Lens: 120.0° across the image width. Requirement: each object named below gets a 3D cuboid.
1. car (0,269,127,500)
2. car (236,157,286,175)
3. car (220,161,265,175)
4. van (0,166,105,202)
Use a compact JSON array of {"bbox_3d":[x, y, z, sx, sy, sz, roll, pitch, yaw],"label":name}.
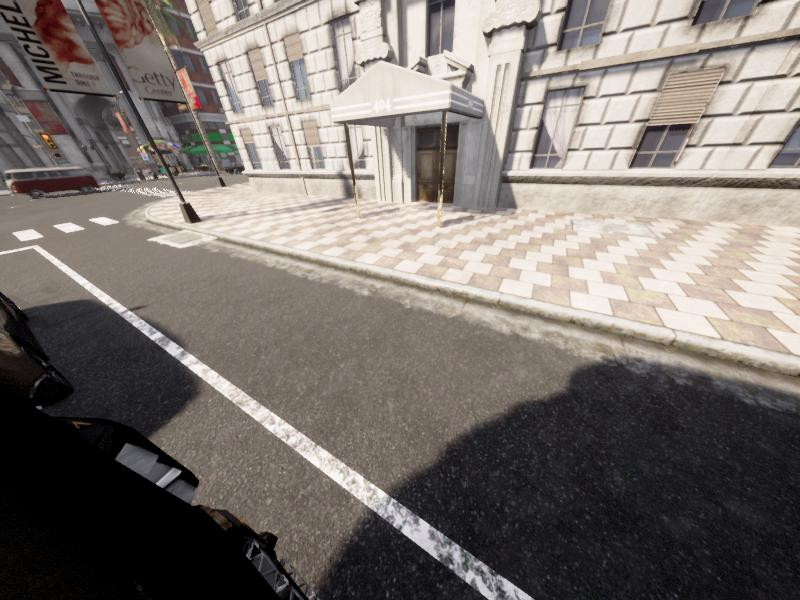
[{"bbox_3d":[-5.464,0.514,2.229,4.902,1.511,2.128,15,38,25],"label":"car"},{"bbox_3d":[-18.478,-18.040,31.054,1.930,1.638,5.238,16,38,26],"label":"car"},{"bbox_3d":[-21.804,-18.457,32.253,1.895,1.301,4.718,16,38,27],"label":"car"},{"bbox_3d":[-27.430,-9.288,18.259,1.775,1.987,4.442,16,38,26],"label":"van"}]
